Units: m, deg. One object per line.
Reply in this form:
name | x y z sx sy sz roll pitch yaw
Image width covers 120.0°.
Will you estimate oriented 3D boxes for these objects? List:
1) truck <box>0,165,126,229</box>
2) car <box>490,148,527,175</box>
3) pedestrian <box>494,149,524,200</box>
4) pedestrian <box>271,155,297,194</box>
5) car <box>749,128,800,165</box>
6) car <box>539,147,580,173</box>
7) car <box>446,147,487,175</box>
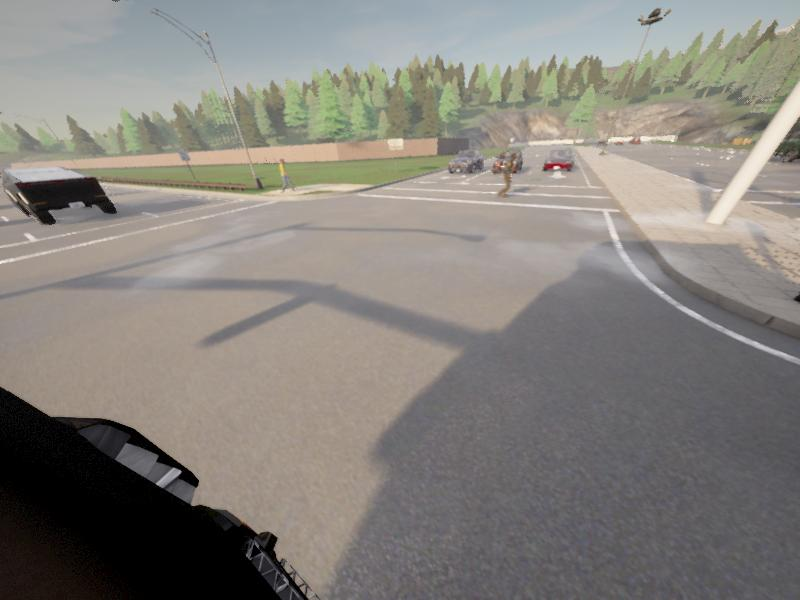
truck | -16.554 -5.141 11.061 6.274 2.098 2.390 16 38 26
car | 8.895 -11.337 18.857 1.851 1.617 3.988 16 38 26
pedestrian | 4.692 -5.412 10.001 0.751 1.860 0.751 16 38 26
pedestrian | -6.643 -7.222 13.321 0.751 1.860 0.751 -11 34 -12
car | 29.218 -11.191 16.673 2.150 2.045 5.566 16 38 26
car | 13.042 -11.508 18.908 2.163 1.488 4.792 16 38 26
car | 5.943 -12.352 20.441 2.097 1.767 4.553 16 38 26
